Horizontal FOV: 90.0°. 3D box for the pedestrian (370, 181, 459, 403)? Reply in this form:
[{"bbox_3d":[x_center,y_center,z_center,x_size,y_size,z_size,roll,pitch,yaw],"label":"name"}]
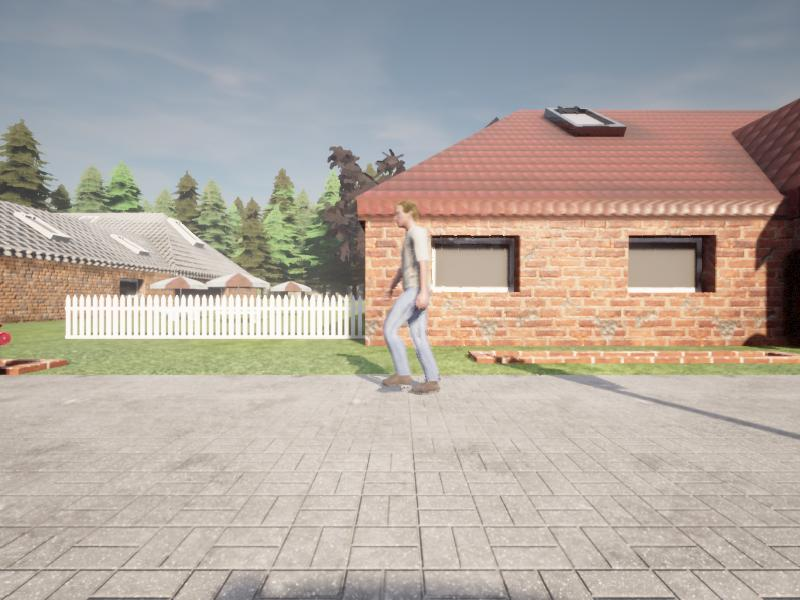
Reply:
[{"bbox_3d":[0.118,-0.067,3.746,0.751,1.860,0.751,0,0,-1],"label":"pedestrian"}]
